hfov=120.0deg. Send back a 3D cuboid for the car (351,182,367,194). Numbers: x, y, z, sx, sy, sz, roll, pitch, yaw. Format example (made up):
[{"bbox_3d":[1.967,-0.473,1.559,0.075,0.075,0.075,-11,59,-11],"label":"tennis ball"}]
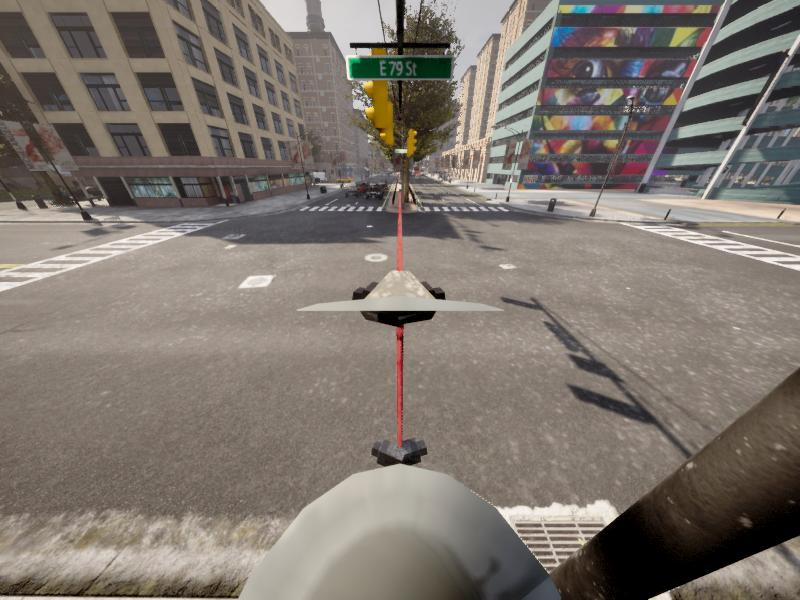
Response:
[{"bbox_3d":[-7.178,-20.111,41.312,2.007,1.525,4.514,0,30,0],"label":"car"}]

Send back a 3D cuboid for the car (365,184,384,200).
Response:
[{"bbox_3d":[-3.698,-15.908,33.887,2.242,1.667,4.611,0,30,0],"label":"car"}]

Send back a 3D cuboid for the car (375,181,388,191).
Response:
[{"bbox_3d":[-3.663,-22.793,45.972,2.128,1.511,4.902,0,30,0],"label":"car"}]

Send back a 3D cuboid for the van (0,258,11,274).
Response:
[{"bbox_3d":[-20.459,-1.771,8.646,6.366,2.431,2.351,0,30,0],"label":"van"}]

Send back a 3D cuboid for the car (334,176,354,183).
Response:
[{"bbox_3d":[-16.040,-34.559,66.283,5.366,1.575,1.801,-10,31,-16],"label":"car"}]

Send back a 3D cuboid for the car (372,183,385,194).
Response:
[{"bbox_3d":[-3.683,-19.398,40.235,1.994,1.385,4.181,0,30,0],"label":"car"}]

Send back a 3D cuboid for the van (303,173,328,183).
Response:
[{"bbox_3d":[-23.913,-34.661,65.502,5.915,2.561,1.988,-1,30,-2],"label":"van"}]

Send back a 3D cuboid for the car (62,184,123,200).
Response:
[{"bbox_3d":[-45.142,-16.058,34.177,1.930,1.638,5.238,0,30,0],"label":"car"}]

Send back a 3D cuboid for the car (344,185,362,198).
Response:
[{"bbox_3d":[-7.151,-16.750,35.573,1.812,1.442,4.674,0,30,0],"label":"car"}]

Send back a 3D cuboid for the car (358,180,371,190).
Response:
[{"bbox_3d":[-7.190,-23.368,46.985,1.837,1.490,4.892,0,30,0],"label":"car"}]

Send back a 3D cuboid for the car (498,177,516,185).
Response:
[{"bbox_3d":[27.196,-30.383,58.961,2.161,1.482,4.786,0,30,0],"label":"car"}]

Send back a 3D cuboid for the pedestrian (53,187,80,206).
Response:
[{"bbox_3d":[-37.350,-11.602,25.888,0.751,1.860,0.751,4,30,6],"label":"pedestrian"}]

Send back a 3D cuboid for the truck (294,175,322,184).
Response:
[{"bbox_3d":[-24.784,-32.674,62.496,6.274,2.098,2.390,0,30,-1],"label":"truck"}]
